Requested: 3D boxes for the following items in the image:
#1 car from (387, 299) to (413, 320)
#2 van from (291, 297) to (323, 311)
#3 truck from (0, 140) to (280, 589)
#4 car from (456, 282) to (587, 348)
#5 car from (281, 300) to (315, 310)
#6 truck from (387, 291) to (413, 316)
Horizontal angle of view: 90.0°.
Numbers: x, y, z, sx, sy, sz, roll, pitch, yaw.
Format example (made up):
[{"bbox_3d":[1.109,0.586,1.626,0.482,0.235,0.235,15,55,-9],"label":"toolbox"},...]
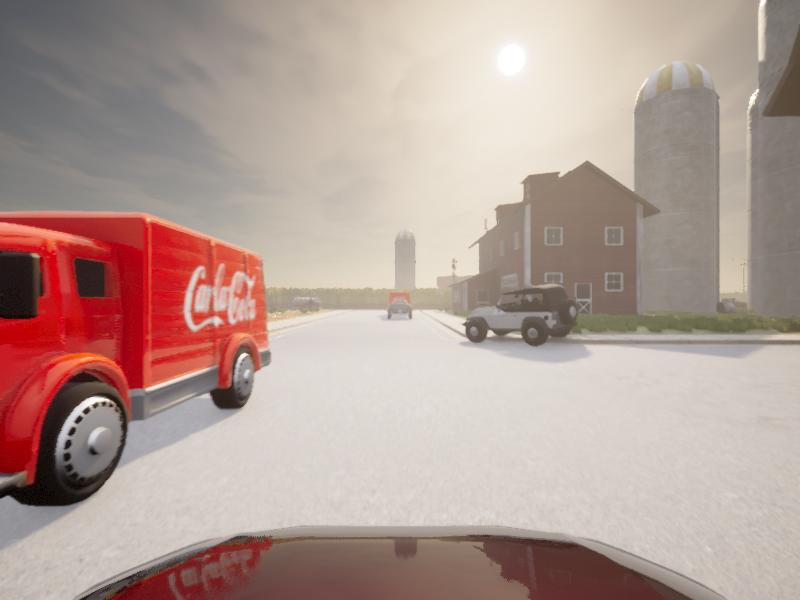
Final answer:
[{"bbox_3d":[-0.003,0.781,35.103,2.152,1.651,5.027,0,0,0],"label":"car"},{"bbox_3d":[-14.344,0.599,62.090,4.480,2.038,2.069,0,0,1],"label":"van"},{"bbox_3d":[-3.503,0.355,4.657,2.627,2.467,5.204,0,0,0],"label":"truck"},{"bbox_3d":[4.161,0.488,14.085,1.905,1.878,3.866,-8,3,-42],"label":"car"},{"bbox_3d":[-16.652,0.851,65.626,4.974,1.542,2.038,0,0,1],"label":"car"},{"bbox_3d":[-0.009,0.357,43.345,2.627,2.467,5.204,0,0,0],"label":"truck"}]
